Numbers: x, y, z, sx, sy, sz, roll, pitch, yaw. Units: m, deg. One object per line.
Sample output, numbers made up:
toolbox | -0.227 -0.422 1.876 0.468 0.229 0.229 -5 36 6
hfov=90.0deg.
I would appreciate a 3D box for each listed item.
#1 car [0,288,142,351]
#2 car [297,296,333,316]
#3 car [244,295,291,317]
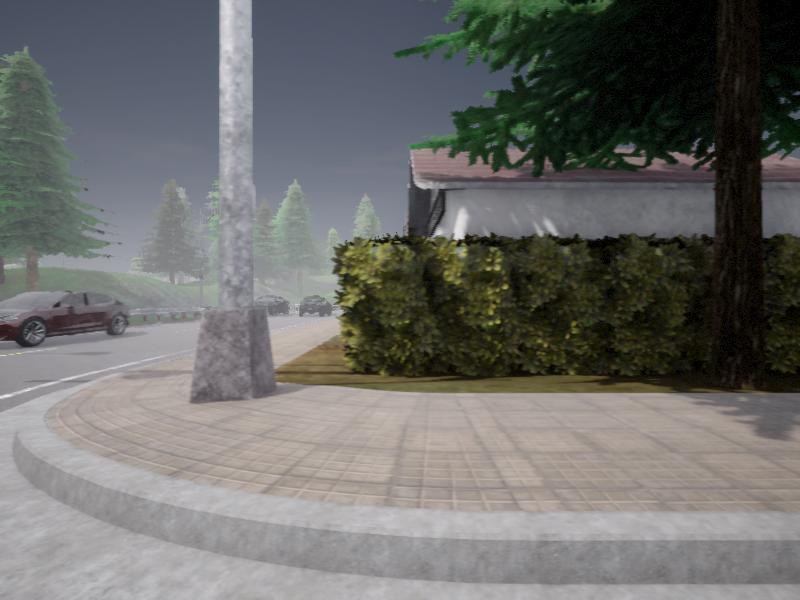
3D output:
car | -10.225 0.452 11.781 2.163 1.488 4.792 0 0 1
car | -6.554 0.452 31.271 1.816 1.474 4.193 0 0 1
car | -10.023 0.424 30.677 1.882 1.535 5.008 0 0 2
